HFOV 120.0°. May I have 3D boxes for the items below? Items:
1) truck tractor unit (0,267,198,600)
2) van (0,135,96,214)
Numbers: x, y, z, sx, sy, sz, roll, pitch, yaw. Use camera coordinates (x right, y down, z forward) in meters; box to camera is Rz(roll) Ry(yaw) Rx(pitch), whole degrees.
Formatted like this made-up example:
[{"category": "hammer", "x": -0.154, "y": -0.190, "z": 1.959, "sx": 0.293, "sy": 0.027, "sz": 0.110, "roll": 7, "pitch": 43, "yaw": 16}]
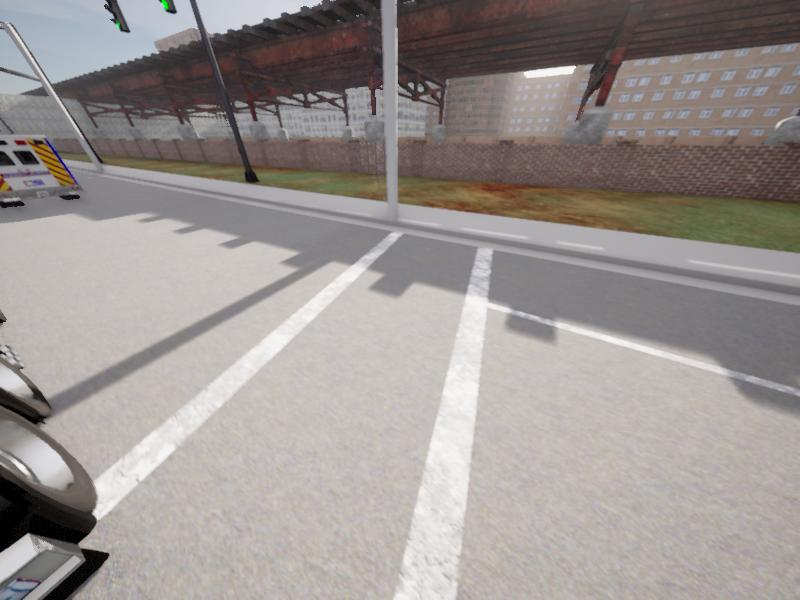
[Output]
[{"category": "truck tractor unit", "x": -5.119, "y": -0.293, "z": 0.768, "sx": 6.516, "sy": 4.208, "sz": 3.053, "roll": 18, "pitch": 39, "yaw": 24}, {"category": "van", "x": -17.088, "y": -5.756, "z": 10.183, "sx": 6.366, "sy": 2.431, "sz": 2.351, "roll": 18, "pitch": 39, "yaw": 24}]
